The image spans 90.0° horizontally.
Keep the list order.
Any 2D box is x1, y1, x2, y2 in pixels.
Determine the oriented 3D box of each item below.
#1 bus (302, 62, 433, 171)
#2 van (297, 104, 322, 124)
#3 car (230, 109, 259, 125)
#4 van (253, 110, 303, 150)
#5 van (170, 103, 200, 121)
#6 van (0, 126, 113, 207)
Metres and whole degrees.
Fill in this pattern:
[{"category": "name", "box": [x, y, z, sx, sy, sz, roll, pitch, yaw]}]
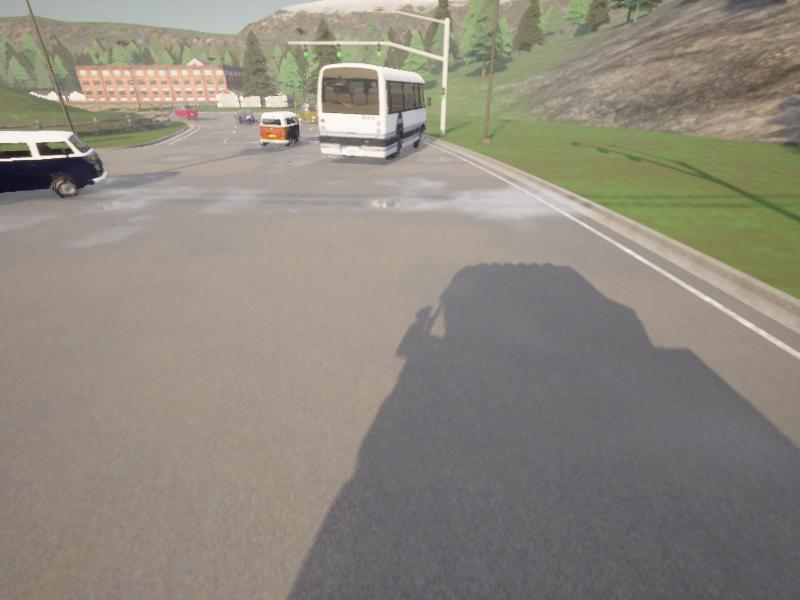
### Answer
[{"category": "bus", "box": [-1.126, -10.430, 22.264, 3.944, 4.253, 10.273, 8, 29, 12]}, {"category": "van", "box": [-10.721, -21.970, 47.245, 1.775, 1.987, 4.442, -11, 29, -22]}, {"category": "car", "box": [-18.496, -21.789, 47.494, 2.163, 1.488, 4.792, -14, 30, -25]}, {"category": "van", "box": [-7.968, -11.424, 26.662, 2.069, 2.038, 4.480, 2, 27, -3]}, {"category": "van", "box": [-29.226, -25.543, 54.312, 4.442, 1.987, 1.775, 23, 35, 37]}, {"category": "van", "box": [-12.313, -4.317, 12.870, 4.480, 2.038, 2.069, -14, 32, -25]}]
